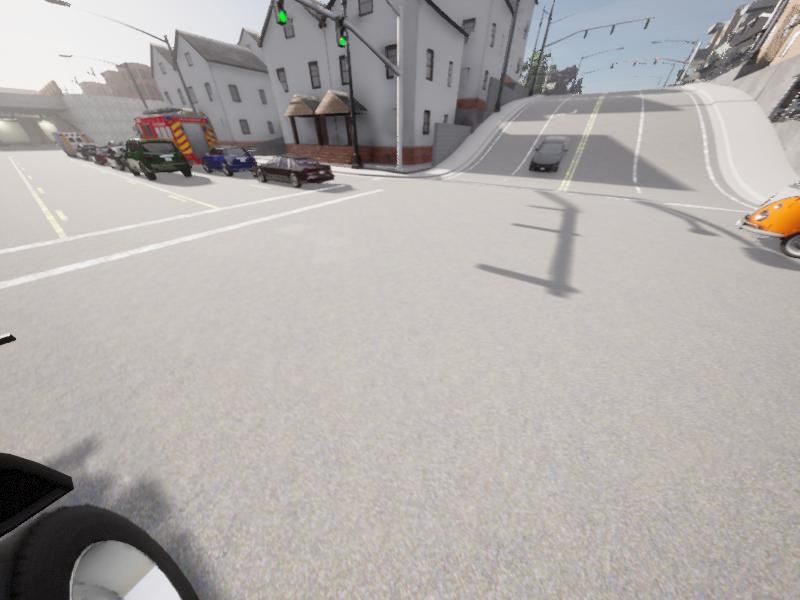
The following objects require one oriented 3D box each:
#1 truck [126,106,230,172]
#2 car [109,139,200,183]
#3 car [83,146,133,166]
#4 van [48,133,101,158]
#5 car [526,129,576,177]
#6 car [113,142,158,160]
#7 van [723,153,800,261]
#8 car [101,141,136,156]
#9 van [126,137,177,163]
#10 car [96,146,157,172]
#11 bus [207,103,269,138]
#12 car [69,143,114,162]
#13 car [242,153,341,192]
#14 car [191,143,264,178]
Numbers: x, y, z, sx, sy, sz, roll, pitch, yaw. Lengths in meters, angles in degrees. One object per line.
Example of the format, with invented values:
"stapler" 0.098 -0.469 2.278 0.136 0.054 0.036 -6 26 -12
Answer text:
"truck" -18.656 -13.437 19.433 8.468 3.827 2.891 22 41 28
"car" -15.701 -9.035 14.768 5.566 2.045 2.150 22 41 28
"car" -27.162 -13.425 21.457 4.181 1.385 1.994 24 41 29
"van" -40.577 -19.358 28.805 6.366 2.431 2.351 22 41 28
"car" 11.313 -11.077 17.262 1.882 1.535 5.008 21 56 27
"car" -31.084 -17.560 27.151 4.902 1.511 2.128 22 41 28
"van" 10.502 -1.544 4.484 1.775 1.987 4.442 -24 42 -30
"car" -37.589 -20.264 30.833 3.988 1.617 1.851 22 41 28
"van" -25.811 -15.626 24.006 4.480 2.038 2.069 22 41 28
"car" -21.737 -11.275 18.358 4.892 1.490 1.837 22 41 28
"bus" -36.299 -40.750 52.349 3.944 4.253 10.273 22 54 27
"car" -33.356 -16.022 24.963 4.892 1.490 1.837 22 41 28
"car" -6.140 -7.343 13.039 5.357 1.411 2.033 20 40 26
"car" -12.158 -9.948 16.316 4.553 1.767 2.097 22 41 28
